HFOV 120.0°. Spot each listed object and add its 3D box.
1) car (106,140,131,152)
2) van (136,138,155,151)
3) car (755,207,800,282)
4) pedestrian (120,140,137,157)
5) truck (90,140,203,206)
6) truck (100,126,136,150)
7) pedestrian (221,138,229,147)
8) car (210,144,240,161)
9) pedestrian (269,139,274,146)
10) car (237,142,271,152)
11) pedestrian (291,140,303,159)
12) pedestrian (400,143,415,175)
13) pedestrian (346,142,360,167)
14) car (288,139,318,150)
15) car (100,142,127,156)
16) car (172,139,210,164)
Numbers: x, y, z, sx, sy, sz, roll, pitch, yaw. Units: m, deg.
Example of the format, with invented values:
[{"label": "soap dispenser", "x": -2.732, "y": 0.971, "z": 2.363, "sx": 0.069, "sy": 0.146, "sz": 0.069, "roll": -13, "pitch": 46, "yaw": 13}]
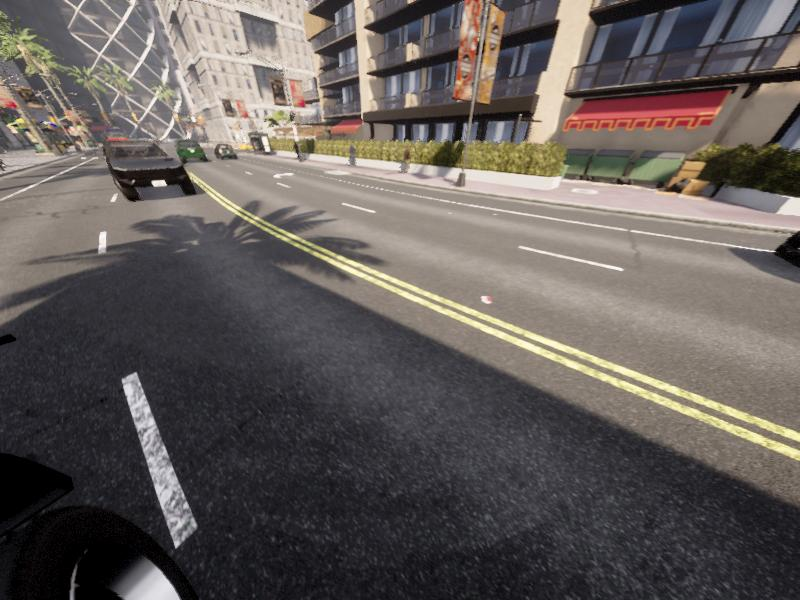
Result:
[{"label": "car", "x": -49.582, "y": -27.241, "z": 40.809, "sx": 2.097, "sy": 1.767, "sz": 4.553, "roll": -27, "pitch": 43, "yaw": -34}, {"label": "van", "x": -50.809, "y": -31.079, "z": 46.129, "sx": 1.775, "sy": 1.987, "sz": 4.442, "roll": -27, "pitch": 43, "yaw": -34}, {"label": "car", "x": 9.852, "y": -0.664, "z": 3.766, "sx": 3.806, "sy": 1.475, "sz": 1.970, "roll": 19, "pitch": 39, "yaw": 24}, {"label": "pedestrian", "x": -35.572, "y": -19.847, "z": 30.289, "sx": 0.751, "sy": 1.860, "sz": 0.751, "roll": -27, "pitch": 44, "yaw": -34}, {"label": "truck", "x": -12.135, "y": -6.302, "z": 11.010, "sx": 6.274, "sy": 2.098, "sz": 2.390, "roll": 29, "pitch": 44, "yaw": 34}, {"label": "truck", "x": -57.786, "y": -33.297, "z": 47.605, "sx": 2.891, "sy": 3.827, "sz": 8.468, "roll": -27, "pitch": 43, "yaw": -34}, {"label": "pedestrian", "x": -47.368, "y": -42.617, "z": 62.533, "sx": 0.751, "sy": 1.860, "sz": 0.751, "roll": 25, "pitch": 42, "yaw": 30}, {"label": "car", "x": -21.745, "y": -18.385, "z": 28.645, "sx": 1.851, "sy": 1.617, "sz": 3.988, "roll": -27, "pitch": 43, "yaw": -34}, {"label": "pedestrian", "x": -38.001, "y": -46.578, "z": 68.346, "sx": 0.751, "sy": 1.860, "sz": 0.751, "roll": -28, "pitch": 44, "yaw": -35}, {"label": "car", "x": -29.981, "y": -31.619, "z": 47.578, "sx": 5.366, "sy": 1.575, "sz": 1.801, "roll": -28, "pitch": 44, "yaw": -34}, {"label": "pedestrian", "x": -12.488, "y": -18.212, "z": 27.994, "sx": 0.751, "sy": 1.860, "sz": 0.751, "roll": -25, "pitch": 42, "yaw": -32}, {"label": "pedestrian", "x": 0.518, "y": -9.992, "z": 16.378, "sx": 0.751, "sy": 1.860, "sz": 0.751, "roll": -29, "pitch": 44, "yaw": -35}, {"label": "pedestrian", "x": -4.268, "y": -13.152, "z": 20.847, "sx": 0.751, "sy": 1.860, "sz": 0.751, "roll": -28, "pitch": 44, "yaw": -34}, {"label": "car", "x": -22.247, "y": -35.842, "z": 53.304, "sx": 5.566, "sy": 2.045, "sz": 2.150, "roll": -28, "pitch": 44, "yaw": -34}, {"label": "car", "x": -41.150, "y": -21.775, "z": 33.289, "sx": 1.789, "sy": 1.549, "sz": 3.705, "roll": -27, "pitch": 43, "yaw": -34}, {"label": "car", "x": -23.058, "y": -16.399, "z": 25.394, "sx": 2.150, "sy": 2.045, "sz": 5.566, "roll": -26, "pitch": 43, "yaw": -33}]
